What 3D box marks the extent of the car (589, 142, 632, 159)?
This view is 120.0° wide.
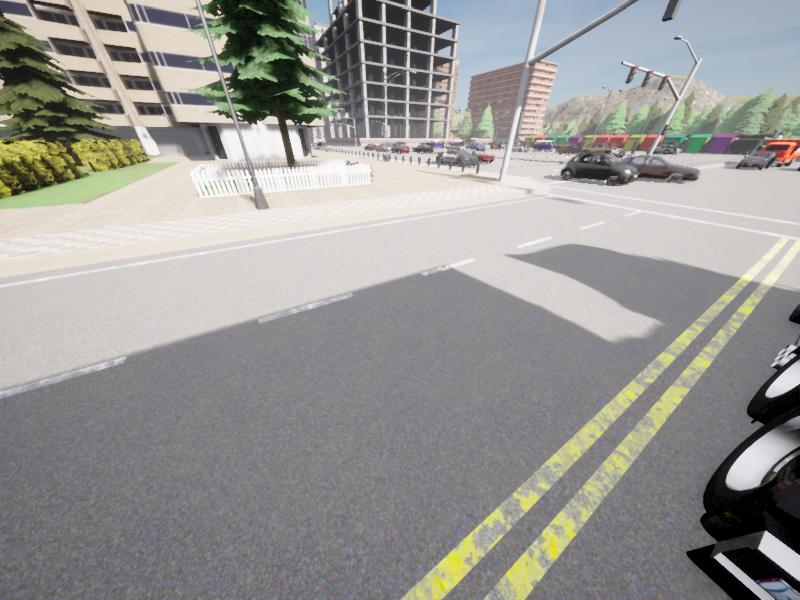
[{"bbox_3d":[30.707,-21.945,33.813,1.905,1.878,3.866,-18,39,-24],"label":"car"}]

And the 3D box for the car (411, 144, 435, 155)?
[{"bbox_3d":[4.217,-28.567,43.691,1.882,1.535,5.008,-18,39,-24],"label":"car"}]

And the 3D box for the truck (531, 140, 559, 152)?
[{"bbox_3d":[31.845,-33.936,50.865,2.069,2.038,4.478,-18,39,-24],"label":"truck"}]

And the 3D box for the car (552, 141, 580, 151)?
[{"bbox_3d":[38.938,-36.206,54.341,1.932,1.855,4.605,-18,39,-24],"label":"car"}]

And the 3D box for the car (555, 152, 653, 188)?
[{"bbox_3d":[12.685,-8.370,14.699,1.851,1.617,3.988,-19,39,-25],"label":"car"}]

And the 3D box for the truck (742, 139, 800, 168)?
[{"bbox_3d":[40.592,-15.796,24.806,5.204,2.467,2.627,-17,39,-23],"label":"truck"}]

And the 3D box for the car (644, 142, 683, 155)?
[{"bbox_3d":[47.696,-27.500,41.912,1.905,1.878,3.866,-18,39,-24],"label":"car"}]

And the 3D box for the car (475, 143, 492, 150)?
[{"bbox_3d":[21.803,-40.329,60.558,1.970,1.475,3.806,-18,39,-24],"label":"car"}]

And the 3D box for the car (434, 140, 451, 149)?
[{"bbox_3d":[11.206,-41.331,61.495,1.932,1.855,4.605,-18,39,-24],"label":"car"}]

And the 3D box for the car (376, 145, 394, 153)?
[{"bbox_3d":[-3.211,-31.824,48.523,1.895,1.301,4.718,-18,39,-24],"label":"car"}]

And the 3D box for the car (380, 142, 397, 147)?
[{"bbox_3d":[-3.856,-53.183,78.908,5.357,1.411,2.033,-18,39,-25],"label":"car"}]

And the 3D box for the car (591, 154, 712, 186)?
[{"bbox_3d":[16.929,-9.086,15.944,5.357,1.411,2.033,30,45,35],"label":"car"}]

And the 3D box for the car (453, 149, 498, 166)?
[{"bbox_3d":[8.472,-16.290,26.310,1.895,1.301,4.718,-18,39,-24],"label":"car"}]

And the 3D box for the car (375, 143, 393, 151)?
[{"bbox_3d":[-3.975,-36.606,55.297,2.033,1.411,5.357,-18,39,-24],"label":"car"}]

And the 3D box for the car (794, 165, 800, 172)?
[{"bbox_3d":[38.894,-12.642,21.010,5.027,1.651,2.152,-18,39,-24],"label":"car"}]

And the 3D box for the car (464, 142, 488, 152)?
[{"bbox_3d":[16.251,-32.866,49.677,2.242,1.667,4.611,-18,39,-24],"label":"car"}]

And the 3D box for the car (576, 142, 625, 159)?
[{"bbox_3d":[28.172,-21.157,32.659,1.932,1.855,4.605,-18,39,-24],"label":"car"}]

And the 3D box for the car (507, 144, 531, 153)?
[{"bbox_3d":[24.337,-31.195,47.463,1.970,1.475,3.806,-18,39,-24],"label":"car"}]

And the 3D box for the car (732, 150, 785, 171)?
[{"bbox_3d":[34.651,-13.544,22.355,3.633,1.501,1.845,-18,39,-24],"label":"car"}]

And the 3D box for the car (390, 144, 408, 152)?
[{"bbox_3d":[-0.335,-33.022,50.134,1.812,1.442,4.674,-18,39,-25],"label":"car"}]

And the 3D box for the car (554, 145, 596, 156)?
[{"bbox_3d":[29.847,-25.722,39.636,2.033,1.415,5.357,-18,39,-24],"label":"car"}]

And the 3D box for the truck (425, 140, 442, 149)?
[{"bbox_3d":[8.732,-40.557,60.200,2.069,2.038,4.478,-18,39,-24],"label":"truck"}]

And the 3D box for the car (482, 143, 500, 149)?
[{"bbox_3d":[24.312,-41.172,61.730,1.784,1.438,3.905,-18,39,-24],"label":"car"}]

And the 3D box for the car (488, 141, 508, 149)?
[{"bbox_3d":[26.614,-42.127,62.750,1.932,1.855,4.605,-18,39,-24],"label":"car"}]

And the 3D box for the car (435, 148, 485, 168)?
[{"bbox_3d":[6.018,-14.827,23.985,2.038,1.542,4.974,-18,39,-24],"label":"car"}]

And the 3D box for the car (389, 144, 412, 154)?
[{"bbox_3d":[-0.014,-28.739,43.956,2.163,1.488,4.792,-18,39,-24],"label":"car"}]

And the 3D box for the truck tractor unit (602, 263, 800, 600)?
[{"bbox_3d":[5.108,-0.303,0.786,6.516,4.208,3.053,-18,39,-24],"label":"truck tractor unit"}]

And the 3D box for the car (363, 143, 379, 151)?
[{"bbox_3d":[-6.714,-35.341,53.416,1.812,1.442,4.674,-18,39,-24],"label":"car"}]
